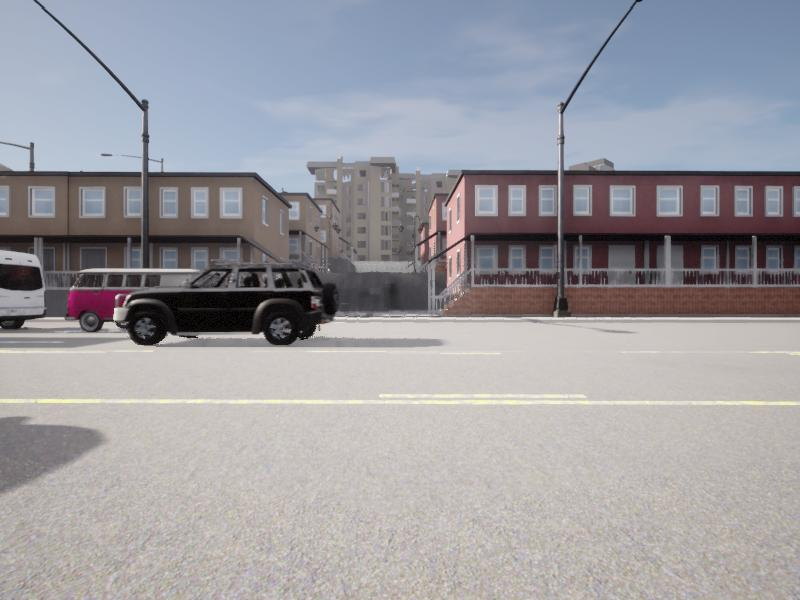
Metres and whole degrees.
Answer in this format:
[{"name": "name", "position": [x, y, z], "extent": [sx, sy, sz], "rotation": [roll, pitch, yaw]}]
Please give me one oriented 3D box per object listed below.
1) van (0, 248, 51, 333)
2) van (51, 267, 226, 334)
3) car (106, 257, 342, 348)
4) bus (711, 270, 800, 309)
[{"name": "van", "position": [-15.030, -0.278, 12.886], "extent": [5.915, 2.561, 1.988], "rotation": [0, 0, 1]}, {"name": "van", "position": [-8.192, -0.005, 12.806], "extent": [4.442, 1.987, 1.775], "rotation": [0, 0, 1]}, {"name": "car", "position": [-3.799, 0.050, 9.260], "extent": [4.605, 1.855, 1.932], "rotation": [0, 0, 1]}, {"name": "bus", "position": [44.217, -1.134, 49.195], "extent": [3.944, 4.253, 10.273], "rotation": [0, 0, 1]}]
